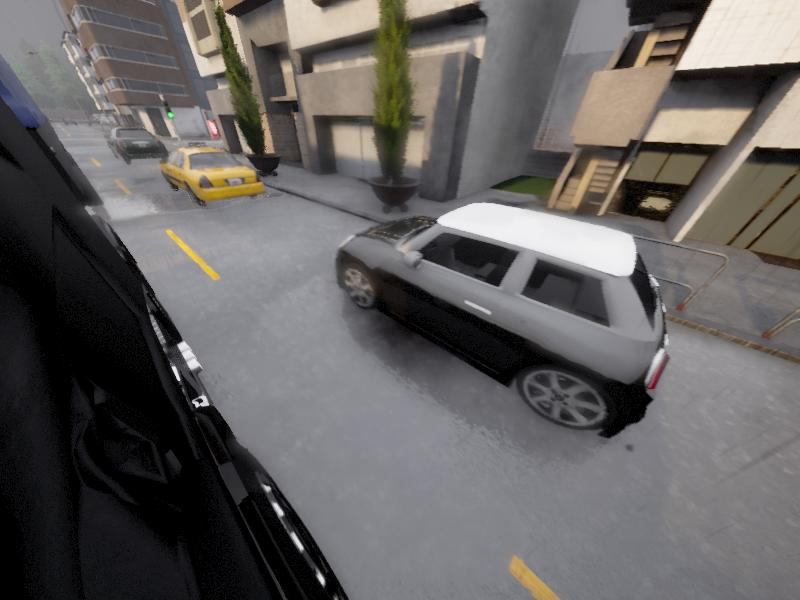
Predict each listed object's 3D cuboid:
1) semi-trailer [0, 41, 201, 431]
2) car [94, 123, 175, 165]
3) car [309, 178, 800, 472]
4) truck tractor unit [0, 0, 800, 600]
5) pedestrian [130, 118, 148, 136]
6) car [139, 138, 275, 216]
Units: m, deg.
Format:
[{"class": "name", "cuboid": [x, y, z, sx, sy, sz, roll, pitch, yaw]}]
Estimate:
[{"class": "semi-trailer", "cuboid": [-8.706, -3.583, 4.246, 14.254, 4.402, 2.717, 28, 43, 30]}, {"class": "car", "cuboid": [-16.026, -9.494, 13.966, 4.553, 1.767, 2.097, 28, 43, 30]}, {"class": "car", "cuboid": [0.917, -0.392, 3.010, 3.806, 1.475, 1.970, 28, 43, 30]}, {"class": "truck tractor unit", "cuboid": [-2.645, -0.295, 0.351, 6.516, 4.208, 3.053, 28, 44, 30]}, {"class": "pedestrian", "cuboid": [-34.109, -22.543, 30.150, 0.751, 1.860, 0.751, 28, 43, 30]}, {"class": "car", "cuboid": [-6.747, -4.495, 7.978, 5.366, 1.575, 1.801, 28, 43, 30]}]
